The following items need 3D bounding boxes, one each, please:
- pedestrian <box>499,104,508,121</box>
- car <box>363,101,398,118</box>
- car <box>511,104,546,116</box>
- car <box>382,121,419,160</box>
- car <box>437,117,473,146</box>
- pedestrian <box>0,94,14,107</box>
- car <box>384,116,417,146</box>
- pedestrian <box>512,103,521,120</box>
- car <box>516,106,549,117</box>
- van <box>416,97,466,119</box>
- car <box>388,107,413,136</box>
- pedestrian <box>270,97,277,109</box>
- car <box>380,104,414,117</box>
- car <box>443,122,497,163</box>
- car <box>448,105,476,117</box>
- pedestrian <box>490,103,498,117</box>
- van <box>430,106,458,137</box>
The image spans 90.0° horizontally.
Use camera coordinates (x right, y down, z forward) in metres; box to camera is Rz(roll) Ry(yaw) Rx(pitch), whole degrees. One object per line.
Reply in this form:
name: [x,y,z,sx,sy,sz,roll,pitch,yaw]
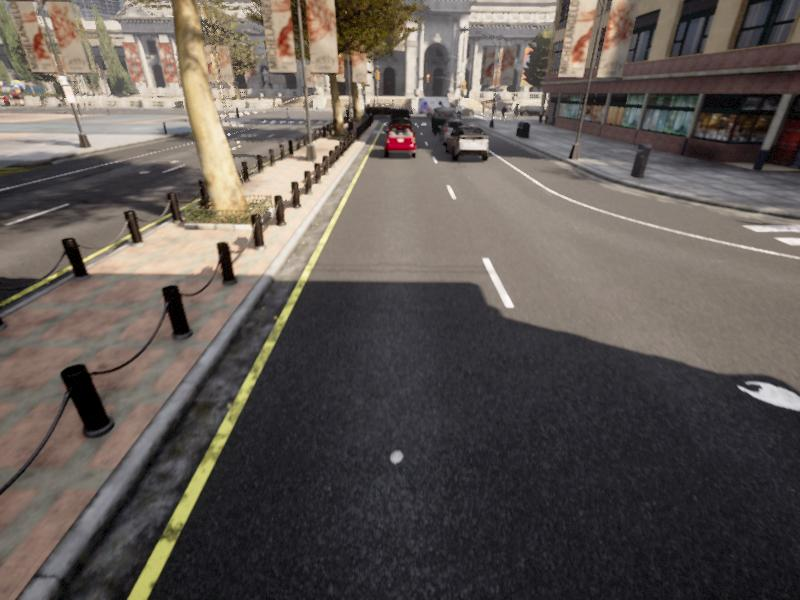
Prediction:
pedestrian: [12.803,-23.156,49.354,0.751,1.860,0.751,2,27,3]
car: [-2.535,-25.583,53.720,4.605,1.855,1.932,1,27,0]
car: [20.249,-29.981,63.147,4.792,1.488,2.163,1,27,0]
car: [0.023,-8.676,21.574,1.789,1.549,3.705,1,28,0]
car: [3.547,-11.257,26.651,1.845,1.501,3.633,0,27,0]
pedestrian: [-65.246,-33.117,66.426,0.751,1.860,0.751,-4,28,-9]
car: [0.026,-11.482,27.006,2.007,1.525,4.514,1,27,0]
pedestrian: [14.183,-23.017,48.798,0.751,1.860,0.751,9,29,16]
car: [19.835,-28.337,60.059,4.181,1.385,1.994,1,27,0]
van: [5.348,-25.734,53.598,6.366,2.431,2.351,1,27,0]
car: [0.034,-14.578,32.572,1.905,1.878,3.866,1,27,0]
pedestrian: [-21.837,-34.061,69.239,0.751,1.860,0.751,0,27,-1]
car: [-0.438,-26.996,56.920,4.792,1.488,2.163,1,27,0]
car: [3.521,-8.362,21.079,2.007,1.525,4.514,1,27,0]
car: [8.809,-26.910,56.914,3.633,1.501,1.845,1,27,0]
pedestrian: [13.184,-26.646,56.094,0.751,1.860,0.751,1,27,1]
van: [3.487,-14.533,32.462,1.775,1.987,4.442,1,27,0]
